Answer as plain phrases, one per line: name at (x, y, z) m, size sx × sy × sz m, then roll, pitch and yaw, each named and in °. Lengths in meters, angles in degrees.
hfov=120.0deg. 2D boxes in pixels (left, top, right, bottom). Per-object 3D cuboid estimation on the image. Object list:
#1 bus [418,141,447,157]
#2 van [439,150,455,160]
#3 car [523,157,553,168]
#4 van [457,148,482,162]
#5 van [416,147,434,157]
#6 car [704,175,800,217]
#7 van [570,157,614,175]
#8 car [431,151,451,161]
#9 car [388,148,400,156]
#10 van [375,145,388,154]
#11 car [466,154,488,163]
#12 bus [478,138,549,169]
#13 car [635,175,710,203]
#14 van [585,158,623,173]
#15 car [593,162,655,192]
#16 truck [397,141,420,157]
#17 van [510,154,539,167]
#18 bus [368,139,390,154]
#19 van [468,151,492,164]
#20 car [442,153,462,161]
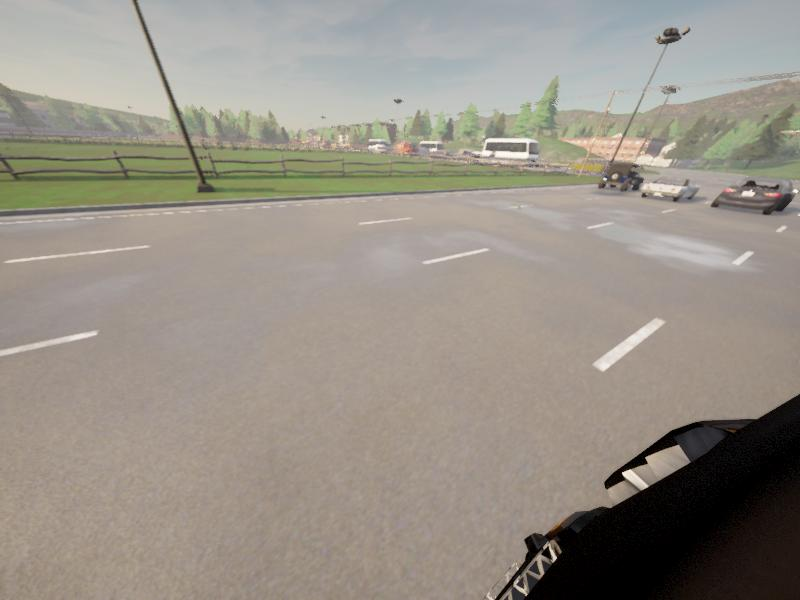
bus at (10.669, -50.584, 77.346) m, size 3.944 × 4.253 × 10.273 m, roll -16°, pitch 38°, yaw -26°
van at (12.780, -39.807, 63.279) m, size 1.775 × 1.987 × 4.442 m, roll -16°, pitch 38°, yaw -26°
car at (28.316, -28.298, 47.521) m, size 2.163 × 1.488 × 4.792 m, roll -16°, pitch 38°, yaw -26°
van at (17.006, -35.957, 57.242) m, size 1.988 × 2.561 × 5.915 m, roll -16°, pitch 38°, yaw -26°
van at (8.197, -48.253, 75.290) m, size 2.351 × 2.431 × 6.366 m, roll -16°, pitch 38°, yaw -26°
car at (20.302, -6.020, 13.078) m, size 4.611 × 1.667 × 2.242 m, roll -14°, pitch 37°, yaw -24°
van at (29.001, -20.366, 35.127) m, size 1.775 × 1.987 × 4.442 m, roll -18°, pitch 39°, yaw -28°
car at (9.807, -34.912, 56.028) m, size 2.242 × 1.667 × 4.611 m, roll -16°, pitch 39°, yaw -26°
car at (-1.907, -46.417, 72.262) m, size 1.932 × 1.855 × 4.605 m, roll -16°, pitch 38°, yaw -26°
van at (-6.228, -50.918, 78.097) m, size 1.988 × 2.561 × 5.915 m, roll -16°, pitch 38°, yaw -26°
car at (19.736, -36.570, 59.502) m, size 2.152 × 1.651 × 5.027 m, roll -16°, pitch 38°, yaw -26°
bus at (19.840, -26.465, 41.599) m, size 3.944 × 4.253 × 10.273 m, roll -16°, pitch 38°, yaw -26°
car at (18.421, -7.551, 15.589) m, size 4.718 × 1.301 × 1.895 m, roll -16°, pitch 38°, yaw -26°
van at (36.700, -24.343, 41.718) m, size 1.775 × 1.987 × 4.442 m, roll -18°, pitch 39°, yaw -29°
car at (18.039, -9.931, 18.617) m, size 3.866 × 1.878 × 1.905 m, roll -16°, pitch 38°, yaw -26°
truck at (2.496, -46.792, 71.386) m, size 2.891 × 3.827 × 8.468 m, roll -16°, pitch 38°, yaw -26°
van at (24.901, -28.062, 46.390) m, size 2.069 × 2.038 × 4.480 m, roll -16°, pitch 39°, yaw -26°
bus at (-8.010, -57.319, 86.114) m, size 3.944 × 4.253 × 10.273 m, roll -16°, pitch 38°, yaw -26°
van at (17.597, -31.351, 50.814) m, size 2.069 × 2.038 × 4.480 m, roll -16°, pitch 38°, yaw -26°
car at (12.881, -35.694, 57.512) m, size 1.837 × 1.490 × 4.892 m, roll -16°, pitch 38°, yaw -26°
